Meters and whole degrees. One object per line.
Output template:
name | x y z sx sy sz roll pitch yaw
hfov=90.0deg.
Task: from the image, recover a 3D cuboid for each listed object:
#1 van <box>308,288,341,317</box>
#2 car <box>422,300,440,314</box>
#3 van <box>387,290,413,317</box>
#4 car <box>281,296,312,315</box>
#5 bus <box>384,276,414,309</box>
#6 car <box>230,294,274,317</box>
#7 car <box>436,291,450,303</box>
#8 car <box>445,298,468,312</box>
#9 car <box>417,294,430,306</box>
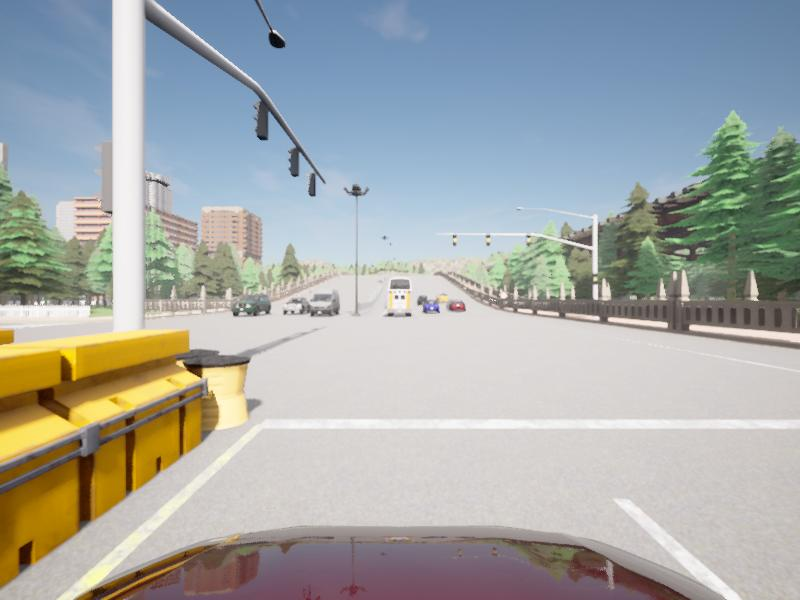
van | -7.000 0.220 37.752 1.988 2.561 5.915 0 0 0
car | 3.505 0.709 45.767 1.816 1.474 4.193 0 1 0
van | -0.012 0.271 39.061 2.351 2.431 6.366 0 0 0
car | -10.494 0.539 40.950 1.932 1.855 4.605 0 0 0
bus | -0.081 -1.251 58.702 3.944 4.253 10.273 0 4 0
car | -13.998 0.468 38.164 2.150 2.045 5.566 0 0 0
car | 7.081 -0.571 66.309 1.801 1.575 5.366 0 6 0
car | 7.012 0.589 50.351 2.163 1.488 4.792 0 2 0
car | 3.554 -0.083 61.673 1.816 1.474 4.193 0 5 0
